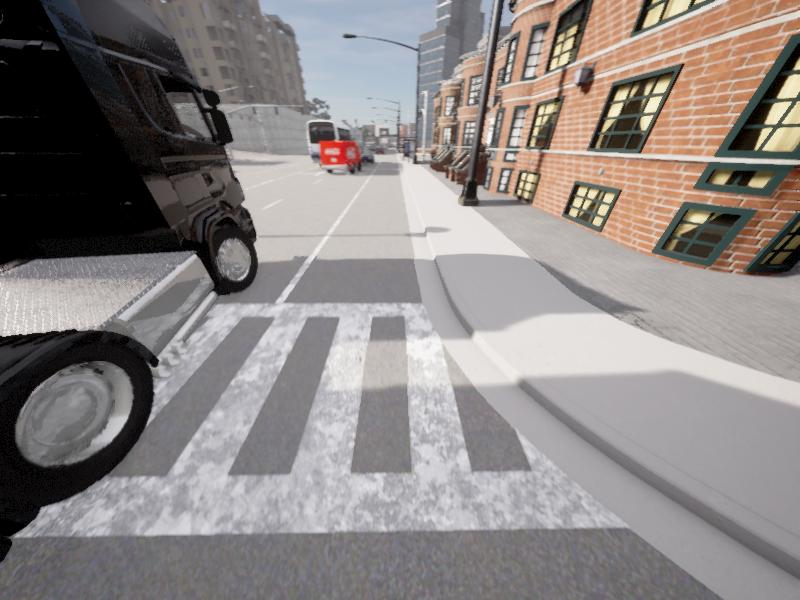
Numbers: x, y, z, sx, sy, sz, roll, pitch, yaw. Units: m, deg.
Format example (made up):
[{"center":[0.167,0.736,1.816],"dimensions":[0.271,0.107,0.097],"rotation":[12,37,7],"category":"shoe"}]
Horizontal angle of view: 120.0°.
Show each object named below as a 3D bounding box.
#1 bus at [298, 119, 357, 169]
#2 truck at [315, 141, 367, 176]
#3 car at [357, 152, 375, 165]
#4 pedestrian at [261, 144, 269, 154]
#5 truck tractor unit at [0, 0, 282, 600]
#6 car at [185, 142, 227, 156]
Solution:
[{"center":[-8.095,-18.775,27.960],"dimensions":[3.944,4.253,10.273],"rotation":[0,35,-1],"category":"bus"},{"center":[-5.161,-13.177,21.310],"dimensions":[2.627,2.467,5.204],"rotation":[5,34,7],"category":"truck"},{"center":[-4.548,-19.489,31.662],"dimensions":[1.895,1.301,4.718],"rotation":[0,34,-1],"category":"car"},{"center":[-28.968,-32.516,49.654],"dimensions":[0.751,1.860,0.751],"rotation":[6,35,8],"category":"pedestrian"},{"center":[-3.786,-0.826,1.562],"dimensions":[3.053,4.208,6.516],"rotation":[-5,35,-9],"category":"truck tractor unit"},{"center":[-34.538,-26.989,41.250],"dimensions":[5.238,1.638,1.930],"rotation":[4,34,-4],"category":"car"}]
